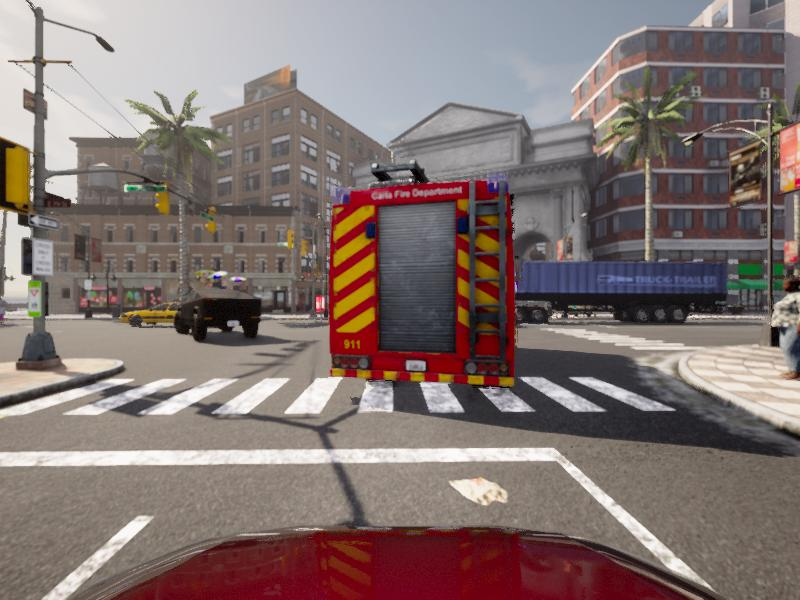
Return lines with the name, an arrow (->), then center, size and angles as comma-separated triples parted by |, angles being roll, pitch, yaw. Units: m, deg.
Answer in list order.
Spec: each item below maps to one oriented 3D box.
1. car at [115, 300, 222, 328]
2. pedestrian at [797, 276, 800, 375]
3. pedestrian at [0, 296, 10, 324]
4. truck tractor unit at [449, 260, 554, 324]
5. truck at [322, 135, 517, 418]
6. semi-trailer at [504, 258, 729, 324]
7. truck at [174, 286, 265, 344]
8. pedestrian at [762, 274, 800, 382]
car -> -13.718, 0.806, 23.952 | 5.366, 1.575, 1.801 | 0, 0, -1
pedestrian -> 7.971, 0.487, 7.312 | 0.751, 1.860, 0.751 | 0, 0, -19
pedestrian -> -26.948, 0.643, 27.027 | 0.751, 1.860, 0.751 | 0, 0, -32
truck tractor unit -> 6.856, -0.511, 27.859 | 6.516, 4.208, 3.053 | 0, 0, -1
truck -> 1.346, -0.317, 9.879 | 2.891, 3.827, 8.468 | 0, 0, 16
semi-trailer -> 14.768, -0.610, 27.921 | 14.254, 4.402, 2.717 | 0, 0, 0
truck -> -8.163, 0.546, 17.661 | 2.390, 2.098, 6.274 | 0, 0, -36
pedestrian -> 7.125, 0.487, 7.244 | 0.751, 1.860, 0.751 | 0, 0, 34
